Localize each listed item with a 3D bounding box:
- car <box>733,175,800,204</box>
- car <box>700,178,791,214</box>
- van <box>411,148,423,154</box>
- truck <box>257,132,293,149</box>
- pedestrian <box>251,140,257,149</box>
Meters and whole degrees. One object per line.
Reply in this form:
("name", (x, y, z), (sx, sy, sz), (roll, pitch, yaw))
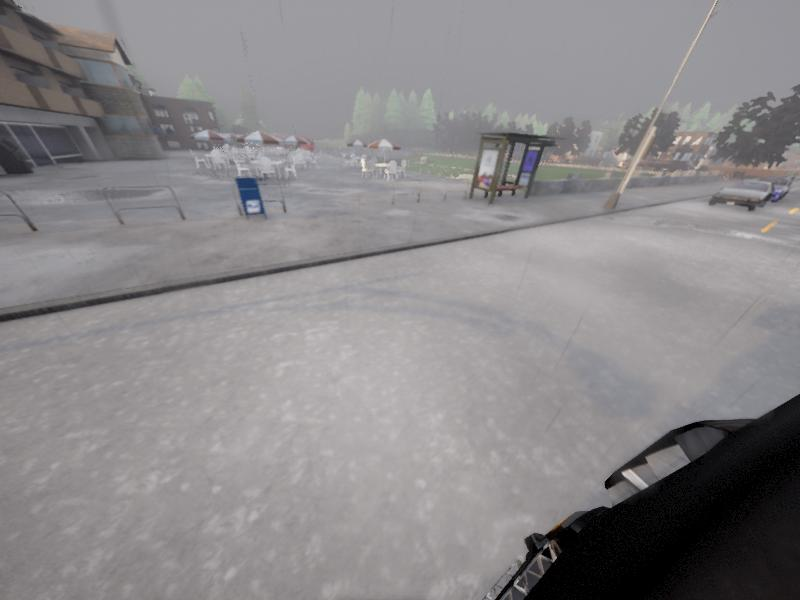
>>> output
("car", (27.780, -8.413, 17.417), (4.514, 1.525, 2.007), (-16, 38, -26))
("car", (21.016, -6.432, 14.023), (5.357, 1.411, 2.033), (-16, 38, -26))
("van", (7.033, -60.568, 93.732), (4.442, 1.987, 1.775), (-16, 38, -26))
("truck", (-36.357, -46.432, 67.384), (8.468, 3.827, 2.891), (-16, 38, -26))
("pedestrian", (-35.330, -37.762, 56.029), (0.751, 1.860, 0.751), (-16, 38, -26))
